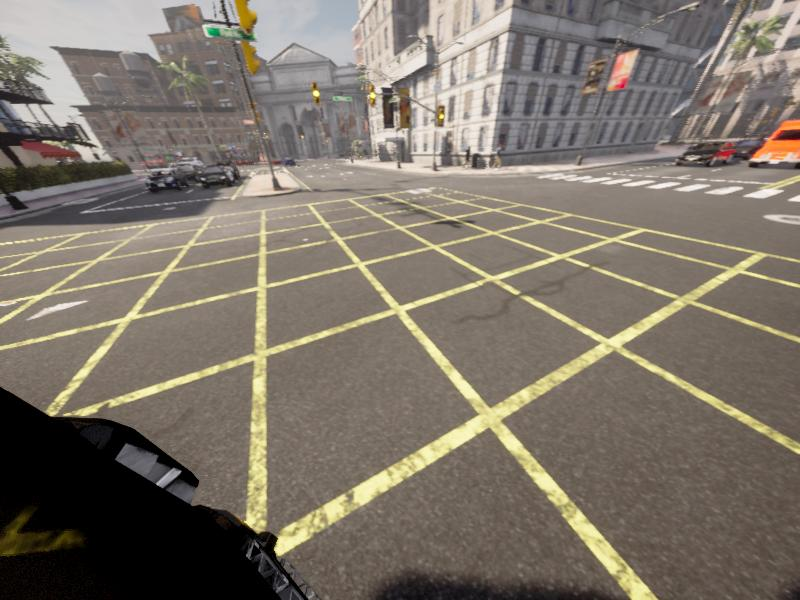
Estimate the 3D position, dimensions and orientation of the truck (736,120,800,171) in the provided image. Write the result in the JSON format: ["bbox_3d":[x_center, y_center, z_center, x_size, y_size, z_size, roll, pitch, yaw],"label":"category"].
[{"bbox_3d":[25.104,-9.848,14.562,5.204,2.467,2.627,-18,36,-21],"label":"truck"}]

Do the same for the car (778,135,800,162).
[{"bbox_3d":[31.450,-11.474,17.260,5.238,1.638,1.930,-17,36,-20],"label":"car"}]

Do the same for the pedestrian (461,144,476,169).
[{"bbox_3d":[6.213,-13.065,21.085,0.751,1.860,0.751,-17,36,-20],"label":"pedestrian"}]

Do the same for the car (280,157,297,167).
[{"bbox_3d":[-20.664,-25.559,42.618,1.812,1.442,4.674,-21,38,-25],"label":"car"}]

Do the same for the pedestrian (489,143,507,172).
[{"bbox_3d":[7.692,-11.201,18.172,0.751,1.860,0.751,22,41,32],"label":"pedestrian"}]

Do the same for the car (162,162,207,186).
[{"bbox_3d":[-21.889,-13.060,23.767,1.930,1.638,5.238,-17,36,-20],"label":"car"}]

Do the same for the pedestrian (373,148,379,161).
[{"bbox_3d":[-4.203,-25.432,40.459,0.751,1.860,0.751,-16,36,-18],"label":"pedestrian"}]

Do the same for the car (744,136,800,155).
[{"bbox_3d":[36.215,-14.980,22.402,4.181,1.385,1.994,-17,36,-21],"label":"car"}]

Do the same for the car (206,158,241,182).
[{"bbox_3d":[-18.485,-13.831,24.448,1.932,1.855,4.605,-17,36,-20],"label":"car"}]

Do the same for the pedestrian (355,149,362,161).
[{"bbox_3d":[-7.862,-27.480,43.817,0.751,1.860,0.751,-23,39,-27],"label":"pedestrian"}]

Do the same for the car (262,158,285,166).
[{"bbox_3d":[-25.823,-28.210,47.131,4.718,1.301,1.895,21,40,31],"label":"car"}]

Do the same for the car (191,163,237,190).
[{"bbox_3d":[-15.718,-10.677,19.812,2.038,1.542,4.974,-17,36,-20],"label":"car"}]

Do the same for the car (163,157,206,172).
[{"bbox_3d":[-42.475,-26.876,45.745,5.566,2.045,2.150,-17,36,-20],"label":"car"}]

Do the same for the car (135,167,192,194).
[{"bbox_3d":[-18.928,-9.772,18.750,1.970,1.475,3.806,-17,36,-20],"label":"car"}]

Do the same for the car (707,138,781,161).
[{"bbox_3d":[29.516,-12.937,19.829,5.357,1.411,2.033,-17,36,-20],"label":"car"}]

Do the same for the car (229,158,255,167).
[{"bbox_3d":[-33.630,-29.329,49.252,4.193,1.474,1.816,-17,36,-20],"label":"car"}]

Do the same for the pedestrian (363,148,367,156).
[{"bbox_3d":[-10.530,-45.071,70.435,0.751,1.860,0.751,6,35,14],"label":"pedestrian"}]

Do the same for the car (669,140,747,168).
[{"bbox_3d":[22.950,-10.926,17.228,4.892,1.490,1.837,-17,36,-20],"label":"car"}]

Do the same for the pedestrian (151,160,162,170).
[{"bbox_3d":[-52.669,-29.282,49.989,0.751,1.860,0.751,-7,34,-7],"label":"pedestrian"}]

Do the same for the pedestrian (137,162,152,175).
[{"bbox_3d":[-42.043,-21.669,38.011,0.751,1.860,0.751,-15,35,-17],"label":"pedestrian"}]

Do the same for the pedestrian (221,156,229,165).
[{"bbox_3d":[-42.932,-34.253,56.700,0.751,1.860,0.751,-16,36,-19],"label":"pedestrian"}]
